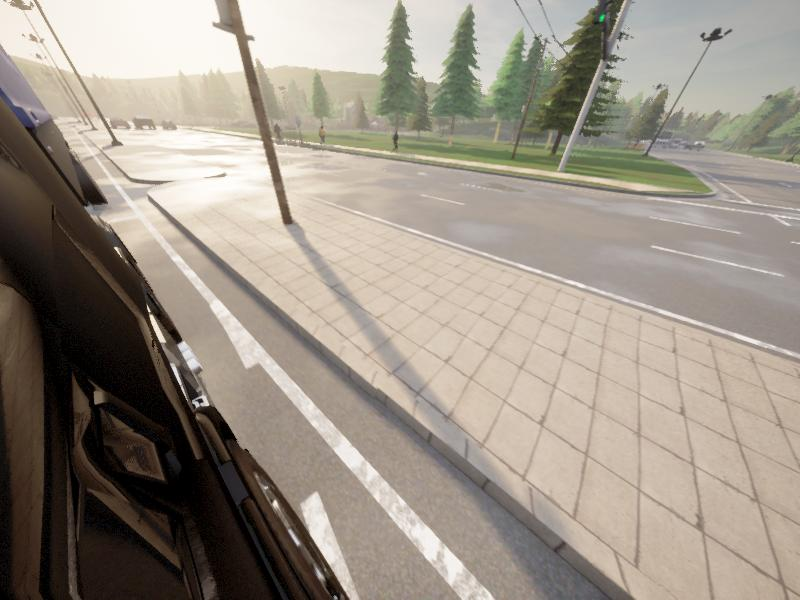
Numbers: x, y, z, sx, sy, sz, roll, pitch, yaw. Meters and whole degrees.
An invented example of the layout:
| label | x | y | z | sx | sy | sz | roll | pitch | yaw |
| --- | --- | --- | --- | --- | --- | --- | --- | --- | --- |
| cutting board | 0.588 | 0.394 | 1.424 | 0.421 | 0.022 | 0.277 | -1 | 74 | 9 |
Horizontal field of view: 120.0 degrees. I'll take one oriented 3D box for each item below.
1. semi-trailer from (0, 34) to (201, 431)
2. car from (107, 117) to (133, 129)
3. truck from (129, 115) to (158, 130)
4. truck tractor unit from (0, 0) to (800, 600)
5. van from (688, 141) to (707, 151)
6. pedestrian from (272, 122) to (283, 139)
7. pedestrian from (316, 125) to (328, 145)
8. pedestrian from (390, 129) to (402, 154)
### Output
| label | x | y | z | sx | sy | sz | roll | pitch | yaw |
| --- | --- | --- | --- | --- | --- | --- | --- | --- | --- |
| semi-trailer | -8.655 | -3.631 | 4.275 | 14.254 | 4.402 | 2.717 | 29 | 44 | 30 |
| car | -52.098 | -32.845 | 42.917 | 5.027 | 1.651 | 2.152 | 29 | 44 | 30 |
| truck | -50.415 | -34.893 | 45.356 | 6.274 | 2.098 | 2.390 | 29 | 44 | 30 |
| truck tractor unit | -2.645 | -0.295 | 0.351 | 6.516 | 4.208 | 3.053 | 28 | 44 | 30 |
| van | 80.462 | -41.638 | 62.547 | 2.069 | 2.038 | 4.480 | 30 | 44 | 31 |
| pedestrian | -17.397 | -24.066 | 32.857 | 0.751 | 1.860 | 0.751 | 30 | 45 | 32 |
| pedestrian | -9.127 | -19.351 | 27.075 | 0.751 | 1.860 | 0.751 | 30 | 45 | 32 |
| pedestrian | -0.383 | -14.376 | 20.976 | 0.751 | 1.860 | 0.751 | 31 | 45 | 32 |
